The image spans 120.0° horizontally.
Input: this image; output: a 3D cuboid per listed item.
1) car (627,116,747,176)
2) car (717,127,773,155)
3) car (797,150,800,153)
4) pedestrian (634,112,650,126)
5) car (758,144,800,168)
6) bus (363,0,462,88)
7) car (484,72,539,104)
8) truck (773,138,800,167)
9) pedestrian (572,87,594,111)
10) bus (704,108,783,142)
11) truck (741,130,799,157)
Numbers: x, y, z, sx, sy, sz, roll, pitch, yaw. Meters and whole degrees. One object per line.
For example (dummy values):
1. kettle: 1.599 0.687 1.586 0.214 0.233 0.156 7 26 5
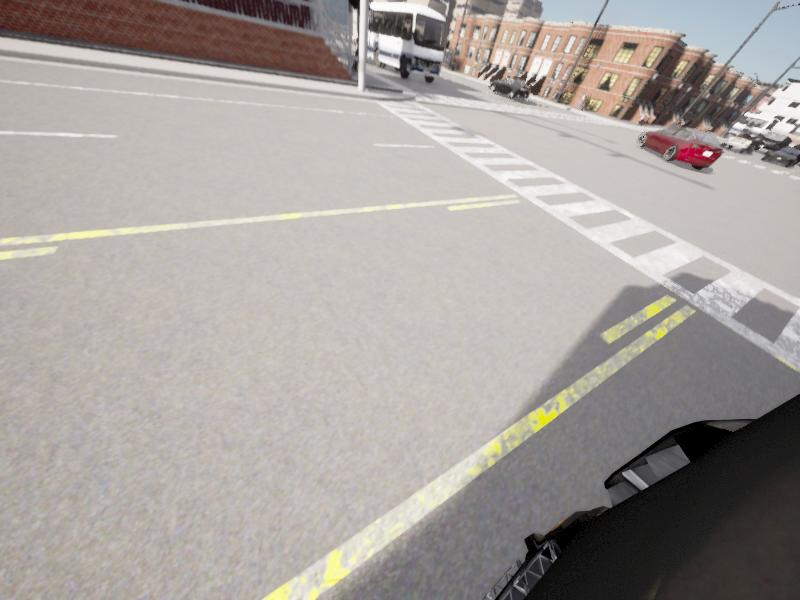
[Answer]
1. car: 15.919 -8.981 13.260 2.163 1.488 4.792 14 47 1
2. car: 36.670 -16.869 24.577 4.605 1.855 1.932 -16 54 -24
3. car: 88.505 -31.588 49.044 1.905 1.878 3.866 11 47 -2
4. pedestrian: 27.190 -20.415 26.011 0.500 1.100 0.500 10 47 -3
5. car: 38.037 -14.167 22.789 4.181 1.385 1.994 -16 54 -24
6. bus: 0.399 -23.807 21.349 3.944 4.253 10.273 -16 54 -24
7. car: 11.380 -22.011 23.979 2.128 1.511 4.902 -14 53 -23
8. truck: 46.078 -16.644 26.261 6.274 2.098 2.390 -16 54 -24
9. pedestrian: 20.885 -22.950 26.402 0.751 1.860 0.751 -18 55 -26
10. bus: 84.618 -43.566 57.350 3.944 4.253 10.273 -7 51 -18
11. truck: 46.873 -19.794 29.266 6.274 2.098 2.390 -16 54 -24
